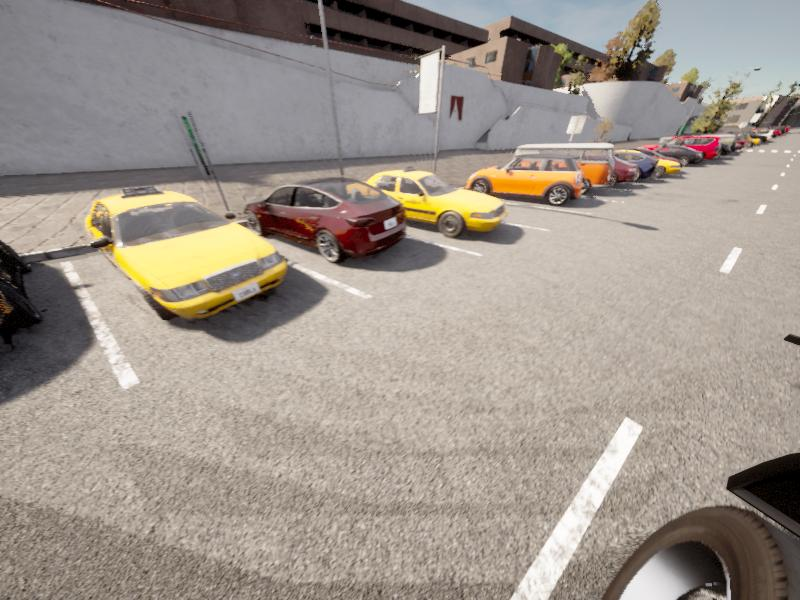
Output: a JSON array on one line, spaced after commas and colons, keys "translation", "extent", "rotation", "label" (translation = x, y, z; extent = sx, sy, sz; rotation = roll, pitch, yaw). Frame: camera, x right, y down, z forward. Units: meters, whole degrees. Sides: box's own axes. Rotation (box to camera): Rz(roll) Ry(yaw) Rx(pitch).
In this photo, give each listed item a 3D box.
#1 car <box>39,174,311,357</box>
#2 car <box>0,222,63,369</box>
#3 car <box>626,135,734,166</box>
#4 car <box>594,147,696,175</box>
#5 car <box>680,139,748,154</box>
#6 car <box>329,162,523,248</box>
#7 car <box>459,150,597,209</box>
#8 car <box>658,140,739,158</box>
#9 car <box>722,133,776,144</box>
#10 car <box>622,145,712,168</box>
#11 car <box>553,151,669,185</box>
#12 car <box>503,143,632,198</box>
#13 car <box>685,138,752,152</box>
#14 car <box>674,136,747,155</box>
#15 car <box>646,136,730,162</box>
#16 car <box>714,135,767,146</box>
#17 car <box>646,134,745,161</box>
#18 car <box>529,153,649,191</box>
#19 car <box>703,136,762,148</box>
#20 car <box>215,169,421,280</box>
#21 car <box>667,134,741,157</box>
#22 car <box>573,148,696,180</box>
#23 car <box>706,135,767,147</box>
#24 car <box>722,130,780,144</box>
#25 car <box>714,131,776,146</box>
[{"translation": [-4.385, -1.247, 4.385], "extent": [5.366, 1.575, 1.946], "rotation": [21, 40, 29], "label": "car"}, {"translation": [-6.980, -0.272, 3.104], "extent": [4.674, 1.452, 2.002], "rotation": [21, 41, 29], "label": "car"}, {"translation": [24.775, -13.584, 20.946], "extent": [5.566, 2.045, 2.435], "rotation": [21, 41, 29], "label": "car"}, {"translation": [17.497, -10.274, 16.964], "extent": [4.792, 1.488, 2.163], "rotation": [21, 40, 29], "label": "car"}, {"translation": [39.475, -19.502, 29.302], "extent": [4.674, 1.452, 2.002], "rotation": [21, 41, 29], "label": "car"}, {"translation": [0.504, -3.230, 7.170], "extent": [5.366, 1.575, 1.946], "rotation": [21, 40, 29], "label": "car"}, {"translation": [5.263, -5.366, 9.955], "extent": [4.553, 1.767, 2.185], "rotation": [21, 40, 29], "label": "car"}, {"translation": [32.145, -16.450, 25.178], "extent": [4.892, 1.521, 2.231], "rotation": [21, 41, 29], "label": "car"}, {"translation": [66.684, -30.905, 44.299], "extent": [5.366, 1.575, 1.946], "rotation": [21, 41, 29], "label": "car"}, {"translation": [22.364, -12.312, 19.728], "extent": [4.674, 1.452, 2.002], "rotation": [21, 41, 29], "label": "car"}, {"translation": [12.552, -8.263, 14.230], "extent": [4.792, 1.488, 2.163], "rotation": [21, 41, 29], "label": "car"}, {"translation": [7.787, -6.424, 11.254], "extent": [4.442, 1.987, 1.878], "rotation": [21, 40, 29], "label": "car"}, {"translation": [41.960, -20.541, 30.665], "extent": [4.792, 1.488, 2.163], "rotation": [21, 41, 29], "label": "car"}, {"translation": [37.050, -18.602, 27.827], "extent": [4.553, 1.767, 2.185], "rotation": [21, 41, 29], "label": "car"}, {"translation": [27.346, -14.549, 22.264], "extent": [4.442, 1.987, 1.878], "rotation": [21, 41, 29], "label": "car"}, {"translation": [59.151, -27.790, 40.311], "extent": [4.674, 1.452, 2.002], "rotation": [21, 41, 29], "label": "car"}, {"translation": [29.718, -15.625, 23.660], "extent": [5.566, 2.045, 2.435], "rotation": [21, 41, 29], "label": "car"}, {"translation": [10.135, -7.240, 12.836], "extent": [4.674, 1.452, 2.002], "rotation": [21, 41, 29], "label": "car"}, {"translation": [51.797, -24.677, 36.166], "extent": [4.792, 1.488, 2.163], "rotation": [21, 41, 29], "label": "car"}, {"translation": [-2.119, -2.277, 5.895], "extent": [4.792, 1.488, 2.163], "rotation": [21, 40, 29], "label": "car"}, {"translation": [34.482, -17.701, 26.472], "extent": [4.442, 1.987, 1.878], "rotation": [21, 41, 29], "label": "car"}, {"translation": [15.181, -9.239, 15.495], "extent": [5.366, 1.575, 1.946], "rotation": [21, 40, 29], "label": "car"}, {"translation": [56.536, -26.837, 38.995], "extent": [5.366, 1.575, 1.946], "rotation": [21, 41, 29], "label": "car"}, {"translation": [68.962, -32.226, 45.617], "extent": [5.566, 2.045, 2.435], "rotation": [21, 41, 29], "label": "car"}, {"translation": [61.635, -29.059, 41.502], "extent": [5.566, 2.045, 2.435], "rotation": [21, 41, 29], "label": "car"}]
